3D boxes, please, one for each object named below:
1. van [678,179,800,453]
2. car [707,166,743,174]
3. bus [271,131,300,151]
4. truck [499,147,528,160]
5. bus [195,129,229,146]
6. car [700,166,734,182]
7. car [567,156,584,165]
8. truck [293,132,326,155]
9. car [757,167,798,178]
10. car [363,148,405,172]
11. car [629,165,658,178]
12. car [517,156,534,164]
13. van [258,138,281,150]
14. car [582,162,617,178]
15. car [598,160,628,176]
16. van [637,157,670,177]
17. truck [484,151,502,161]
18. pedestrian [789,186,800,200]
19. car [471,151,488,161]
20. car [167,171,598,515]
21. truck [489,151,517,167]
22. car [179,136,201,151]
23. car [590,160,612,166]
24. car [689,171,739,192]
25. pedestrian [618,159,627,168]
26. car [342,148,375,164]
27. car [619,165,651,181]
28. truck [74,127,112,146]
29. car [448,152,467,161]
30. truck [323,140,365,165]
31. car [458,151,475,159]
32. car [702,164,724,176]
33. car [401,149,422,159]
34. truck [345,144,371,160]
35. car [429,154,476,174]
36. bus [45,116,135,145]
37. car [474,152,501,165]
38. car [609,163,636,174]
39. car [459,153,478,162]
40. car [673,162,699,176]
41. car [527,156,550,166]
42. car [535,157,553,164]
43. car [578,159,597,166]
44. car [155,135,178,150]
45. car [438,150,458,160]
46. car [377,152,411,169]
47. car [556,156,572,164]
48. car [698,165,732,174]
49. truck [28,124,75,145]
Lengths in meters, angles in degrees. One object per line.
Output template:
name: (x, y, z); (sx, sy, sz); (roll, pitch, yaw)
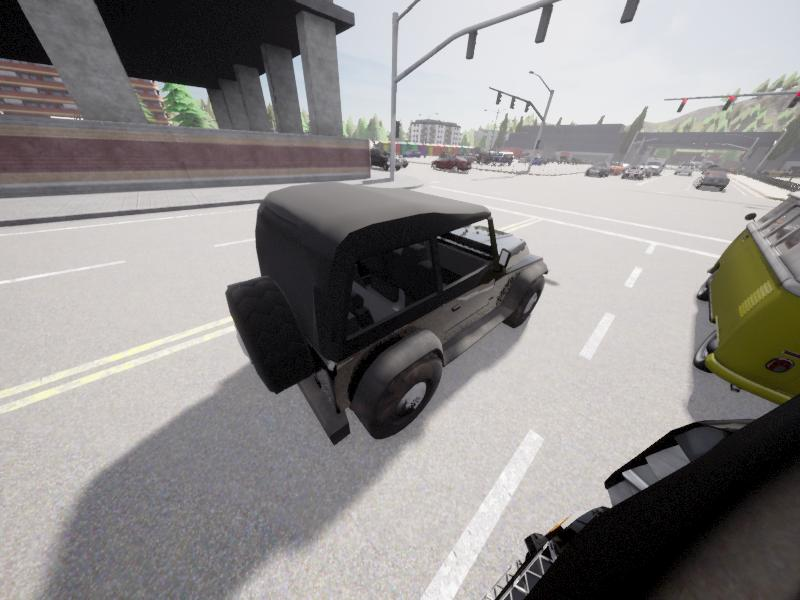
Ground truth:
van: (5.428, -0.142, 2.783); (4.442, 1.987, 1.775); (-24, 42, -35)
car: (83.867, -33.714, 59.798); (1.882, 1.535, 5.008); (-5, 34, -12)
bus: (-32.219, -44.643, 64.838); (3.944, 4.253, 10.273); (-21, 40, -32)
truck: (41.485, -53.738, 84.669); (2.891, 3.827, 8.468); (-23, 41, -33)
bus: (-64.566, -55.883, 79.312); (10.273, 4.253, 3.944); (20, 37, 24)
car: (44.599, -17.828, 32.612); (4.553, 1.767, 2.097); (-24, 42, -35)
car: (46.713, -37.050, 61.397); (4.605, 1.855, 1.932); (-24, 42, -35)
truck: (-19.130, -33.068, 48.777); (2.891, 3.827, 8.468); (-25, 42, -35)
car: (88.497, -30.030, 54.291); (1.932, 1.855, 4.605); (-25, 42, -35)
car: (-1.826, -15.027, 24.672); (1.932, 1.855, 4.605); (-25, 42, -35)
car: (35.224, -18.565, 33.393); (4.181, 1.385, 1.994); (-24, 42, -35)
car: (29.934, -33.420, 55.080); (3.806, 1.475, 1.970); (-24, 42, -35)
van: (-37.057, -44.155, 65.384); (6.366, 2.431, 2.351); (22, 38, 27)
car: (26.358, -17.229, 30.471); (4.856, 1.649, 2.033); (-24, 42, -35)
car: (32.223, -19.958, 34.880); (4.553, 1.767, 2.097); (-24, 42, -35)
van: (41.804, -21.980, 38.087); (6.366, 2.431, 2.351); (-24, 42, -35)
truck: (24.205, -37.497, 60.181); (4.478, 2.038, 2.069); (-24, 42, -35)
pedestrian: (29.399, -8.104, 16.405); (0.751, 1.860, 0.751); (18, 36, 21)
car: (19.414, -35.256, 56.612); (3.866, 1.878, 1.905); (-24, 42, -35)
car: (0.275, -0.347, 2.785); (3.866, 1.878, 1.905); (-24, 42, -35)
truck: (17.529, -23.963, 39.266); (4.478, 2.038, 2.069); (-24, 42, -35)
car: (-35.284, -26.259, 38.791); (1.905, 1.878, 3.866); (-24, 42, -35)
car: (63.429, -43.390, 73.031); (1.895, 1.301, 4.718); (-23, 42, -34)
car: (31.270, -12.002, 23.175); (2.033, 1.411, 5.357); (29, 42, 34)
pedestrian: (53.617, -32.929, 55.696); (0.751, 1.860, 0.751); (-26, 43, -36)
car: (-5.935, -20.539, 32.878); (1.930, 1.638, 5.238); (-25, 42, -35)
car: (29.842, -16.168, 29.271); (3.806, 1.475, 1.970); (-24, 42, -35)
truck: (-51.753, -27.613, 39.102); (2.615, 2.467, 5.204); (-24, 42, -35)
car: (12.885, -32.143, 51.795); (3.905, 1.438, 1.784); (-24, 42, -35)
truck: (-7.125, -18.767, 29.365); (2.627, 2.467, 5.204); (-25, 42, -35)
car: (18.745, -41.005, 65.223); (4.605, 1.855, 1.932); (-24, 42, -35)
car: (63.702, -26.519, 47.107); (3.866, 1.878, 1.905); (-24, 42, -35)
car: (2.689, -33.624, 53.176); (4.611, 1.667, 2.242); (-24, 42, -35)
truck: (-7.555, -26.357, 41.110); (2.390, 2.098, 6.274); (-16, 38, -26)
car: (5.883, -15.649, 26.502); (1.882, 1.535, 5.008); (-25, 42, -35)
bus: (-65.299, -36.021, 49.411); (10.273, 4.253, 3.944); (-24, 42, -35)
car: (15.565, -25.131, 41.048); (4.605, 1.855, 1.932); (-24, 42, -35)
car: (37.942, -22.424, 39.318); (4.792, 1.488, 2.163); (-24, 42, -35)
car: (14.790, -30.846, 50.043); (3.806, 1.475, 1.970); (-24, 42, -35)
car: (52.882, -24.257, 42.717); (5.566, 2.045, 2.150); (-24, 42, -35)
car: (28.808, -28.836, 47.953); (4.611, 1.667, 2.242); (-24, 42, -35)
car: (38.210, -37.157, 61.335); (5.357, 1.415, 2.033); (-24, 42, -35)
car: (57.001, -41.859, 70.156); (1.970, 1.475, 3.806); (-24, 42, -34)
car: (-37.491, -25.263, 37.122); (1.905, 1.878, 3.866); (-24, 42, -35)
car: (11.088, -33.479, 53.290); (4.605, 1.855, 1.932); (-24, 42, -35)
car: (-0.827, -17.111, 28.252); (1.816, 1.474, 4.193); (-25, 42, -35)
car: (44.847, -38.336, 63.198); (3.866, 1.878, 1.905); (-24, 42, -35)
car: (79.323, -33.041, 58.336); (2.033, 1.649, 4.856); (-25, 42, -35)
truck: (-54.988, -26.153, 36.655); (2.615, 2.467, 5.204); (-24, 42, -35)
